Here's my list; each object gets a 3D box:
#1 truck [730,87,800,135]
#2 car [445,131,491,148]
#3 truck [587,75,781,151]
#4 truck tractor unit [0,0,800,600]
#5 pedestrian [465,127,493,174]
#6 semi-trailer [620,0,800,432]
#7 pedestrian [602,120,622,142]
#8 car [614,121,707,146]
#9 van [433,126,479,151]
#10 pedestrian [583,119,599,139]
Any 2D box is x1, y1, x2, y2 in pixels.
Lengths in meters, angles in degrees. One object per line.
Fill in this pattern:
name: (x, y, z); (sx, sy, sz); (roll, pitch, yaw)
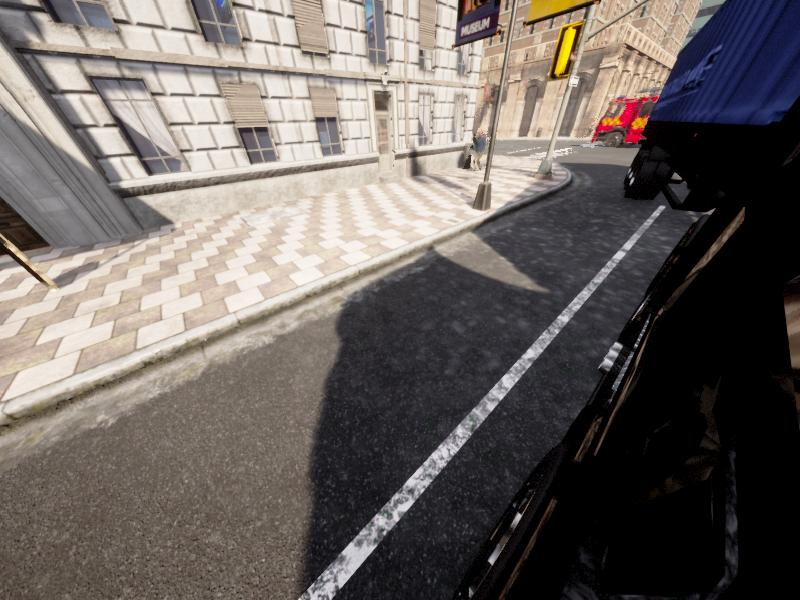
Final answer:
truck: (41.744, -21.451, 26.477); (8.468, 3.827, 2.891); (-29, 44, -30)
car: (7.867, -18.935, 27.196); (1.837, 1.490, 4.892); (-29, 44, -30)
truck: (21.057, -14.322, 18.256); (2.891, 3.827, 8.468); (-29, 44, -31)
truck tractor unit: (2.645, -0.295, 0.351); (6.516, 4.208, 3.053); (-28, 44, -30)
pedestrian: (3.874, -7.362, 11.386); (0.751, 1.860, 0.751); (27, 46, 34)
semi-trailer: (7.689, -4.148, 5.011); (2.717, 4.402, 14.254); (23, 44, 30)
pedestrian: (23.297, -18.590, 25.416); (0.751, 1.860, 0.751); (-21, 40, -22)
car: (23.387, -15.131, 21.013); (1.930, 1.638, 5.238); (-29, 44, -31)
van: (5.825, -17.274, 24.695); (1.775, 1.987, 4.442); (-29, 44, -30)
pedestrian: (23.102, -20.663, 27.944); (0.751, 1.860, 0.751); (-29, 44, -31)
